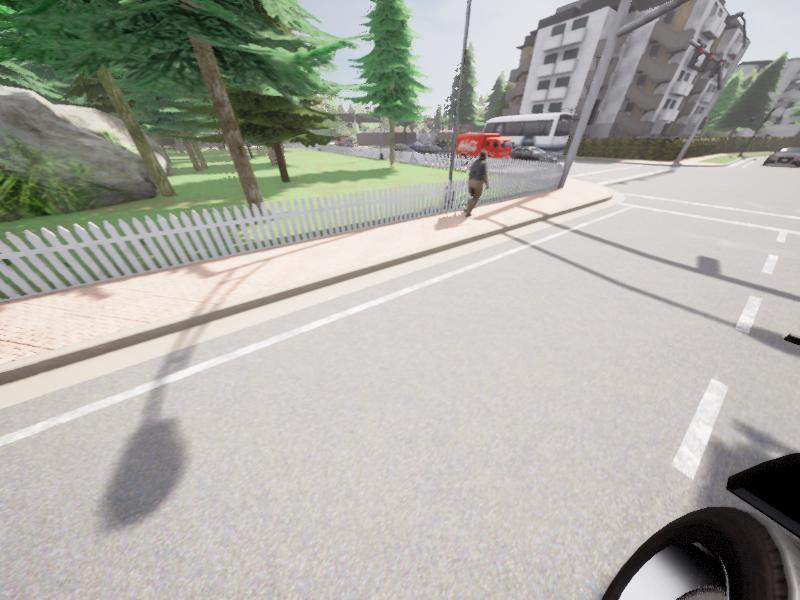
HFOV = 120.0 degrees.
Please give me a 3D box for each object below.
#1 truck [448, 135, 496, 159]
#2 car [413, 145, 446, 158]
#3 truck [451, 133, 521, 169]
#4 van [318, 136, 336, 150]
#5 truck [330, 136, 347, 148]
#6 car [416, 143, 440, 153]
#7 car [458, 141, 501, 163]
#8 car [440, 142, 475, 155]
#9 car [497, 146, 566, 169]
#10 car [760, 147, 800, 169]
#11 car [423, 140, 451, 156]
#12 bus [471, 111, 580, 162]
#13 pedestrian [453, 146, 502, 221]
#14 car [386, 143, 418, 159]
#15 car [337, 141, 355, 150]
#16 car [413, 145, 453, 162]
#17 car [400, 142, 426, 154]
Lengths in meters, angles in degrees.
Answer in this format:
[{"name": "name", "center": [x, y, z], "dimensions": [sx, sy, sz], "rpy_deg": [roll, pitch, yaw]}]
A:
[{"name": "truck", "center": [9.080, -19.908, 29.929], "dimensions": [2.627, 2.467, 5.204], "rpy_deg": [-20, 40, -26]}, {"name": "car", "center": [3.949, -20.321, 31.566], "dimensions": [1.895, 1.301, 4.718], "rpy_deg": [-20, 40, -26]}, {"name": "truck", "center": [7.577, -13.725, 21.170], "dimensions": [2.627, 2.467, 5.204], "rpy_deg": [-20, 40, -26]}, {"name": "van", "center": [-16.637, -35.757, 52.518], "dimensions": [1.988, 2.561, 5.915], "rpy_deg": [-20, 40, -26]}, {"name": "truck", "center": [-16.968, -43.590, 63.682], "dimensions": [2.627, 2.467, 5.204], "rpy_deg": [-20, 40, -26]}, {"name": "car", "center": [4.971, -26.973, 40.927], "dimensions": [1.994, 1.385, 4.181], "rpy_deg": [-20, 40, -26]}, {"name": "car", "center": [8.603, -16.330, 25.359], "dimensions": [1.905, 1.878, 3.866], "rpy_deg": [-20, 40, -26]}, {"name": "car", "center": [8.782, -23.598, 35.930], "dimensions": [1.801, 1.575, 5.366], "rpy_deg": [-20, 40, -26]}, {"name": "car", "center": [11.851, -13.227, 21.265], "dimensions": [2.128, 1.511, 4.902], "rpy_deg": [-20, 40, -26]}, {"name": "car", "center": [34.185, -12.615, 20.363], "dimensions": [4.181, 1.385, 1.994], "rpy_deg": [-22, 41, -28]}, {"name": "car", "center": [5.465, -22.962, 34.783], "dimensions": [1.905, 1.878, 3.866], "rpy_deg": [-20, 40, -26]}, {"name": "bus", "center": [14.248, -19.585, 27.888], "dimensions": [3.944, 4.253, 10.273], "rpy_deg": [-20, 40, -26]}, {"name": "pedestrian", "center": [2.242, -3.445, 6.859], "dimensions": [0.751, 1.860, 0.751], "rpy_deg": [-21, 40, -27]}, {"name": "car", "center": [0.147, -20.083, 31.079], "dimensions": [1.837, 1.490, 4.892], "rpy_deg": [-20, 40, -26]}, {"name": "car", "center": [-12.325, -35.248, 52.563], "dimensions": [2.152, 1.651, 5.027], "rpy_deg": [-20, 40, -26]}, {"name": "car", "center": [3.648, -16.898, 26.542], "dimensions": [1.837, 1.490, 4.892], "rpy_deg": [-20, 40, -26]}, {"name": "car", "center": [2.153, -25.830, 39.179], "dimensions": [1.882, 1.535, 5.008], "rpy_deg": [-20, 40, -26]}]
